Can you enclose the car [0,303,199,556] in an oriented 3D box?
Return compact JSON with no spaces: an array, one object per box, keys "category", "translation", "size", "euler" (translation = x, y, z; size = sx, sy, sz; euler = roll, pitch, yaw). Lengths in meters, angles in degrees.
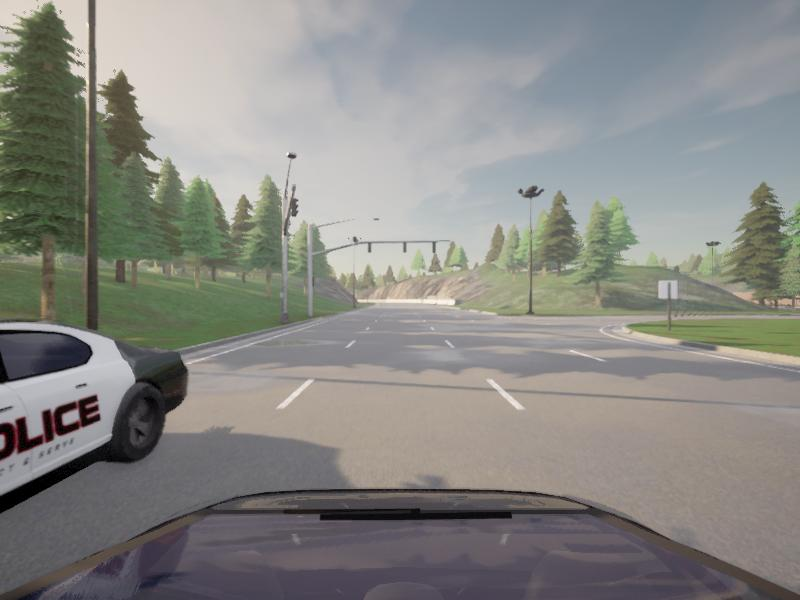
[{"category":"car","translation":[-3.499,0.818,2.453],"size":[2.038,1.542,4.974],"euler":[0,0,0]}]
